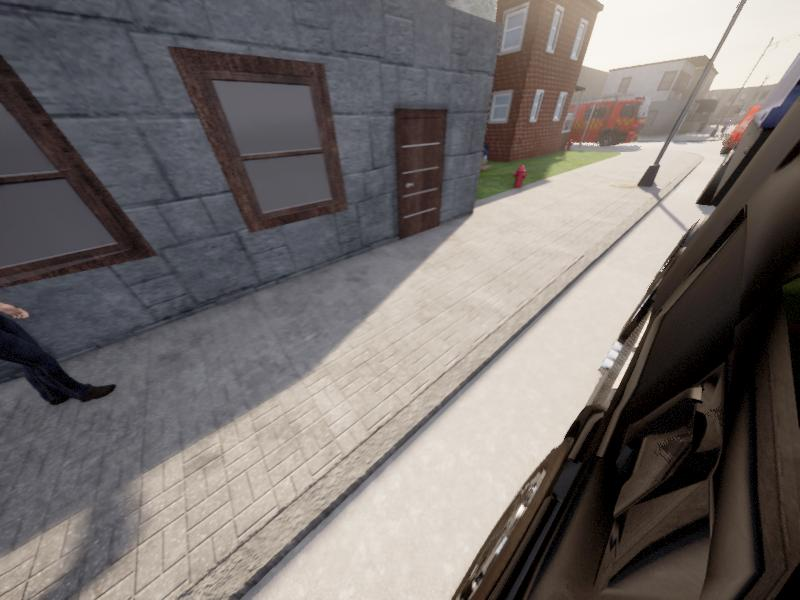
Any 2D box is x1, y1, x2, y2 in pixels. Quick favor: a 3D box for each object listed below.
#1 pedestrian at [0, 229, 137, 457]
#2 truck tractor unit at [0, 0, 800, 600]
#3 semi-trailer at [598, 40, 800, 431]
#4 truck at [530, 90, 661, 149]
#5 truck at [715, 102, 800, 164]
[{"bbox_3d":[-3.191,0.222,1.753,0.751,1.860,0.751,-28,44,-30],"label":"pedestrian"},{"bbox_3d":[2.645,-0.295,0.352,6.516,4.208,3.053,-28,44,-30],"label":"truck tractor unit"},{"bbox_3d":[8.696,-3.598,4.242,14.254,4.402,2.717,-28,44,-30],"label":"semi-trailer"},{"bbox_3d":[18.048,-17.157,22.342,2.891,3.827,8.468,-28,44,-30],"label":"truck"},{"bbox_3d":[21.017,-9.413,12.913,2.627,2.467,5.204,25,45,31],"label":"truck"}]
